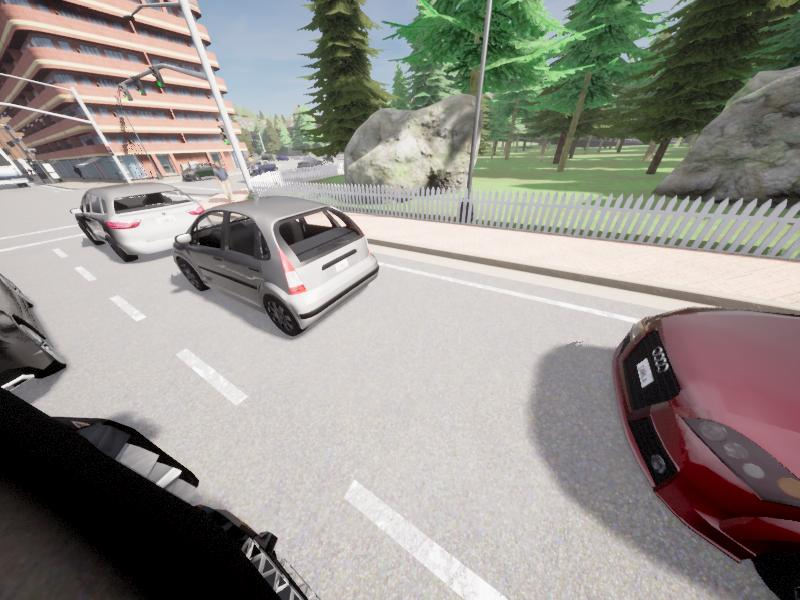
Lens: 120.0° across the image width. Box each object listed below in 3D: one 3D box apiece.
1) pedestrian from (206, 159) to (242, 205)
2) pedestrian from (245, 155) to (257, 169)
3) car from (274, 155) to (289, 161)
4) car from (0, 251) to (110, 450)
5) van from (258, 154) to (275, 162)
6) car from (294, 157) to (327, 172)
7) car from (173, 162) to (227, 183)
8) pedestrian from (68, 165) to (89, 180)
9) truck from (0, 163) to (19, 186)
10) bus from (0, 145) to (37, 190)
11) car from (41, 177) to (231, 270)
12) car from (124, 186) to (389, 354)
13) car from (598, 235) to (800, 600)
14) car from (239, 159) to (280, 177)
[{"bbox_3d":[-8.536,-5.730,11.238,0.751,1.860,0.751,-24,39,-28],"label":"pedestrian"},{"bbox_3d":[-24.038,-22.348,37.364,0.751,1.860,0.751,0,34,4],"label":"pedestrian"},{"bbox_3d":[-36.451,-43.524,70.876,4.193,1.474,1.816,17,38,27],"label":"car"},{"bbox_3d":[-6.015,0.307,2.586,4.902,1.511,2.128,16,38,27],"label":"car"},{"bbox_3d":[-40.024,-42.537,69.213,4.442,1.987,1.775,17,38,27],"label":"van"},{"bbox_3d":[-12.035,-18.559,31.469,2.033,1.411,5.357,1,34,6],"label":"car"},{"bbox_3d":[-21.157,-13.663,24.656,1.789,1.549,3.705,9,35,17],"label":"car"},{"bbox_3d":[-44.643,-17.714,32.084,0.751,1.860,0.751,17,38,27],"label":"pedestrian"},{"bbox_3d":[-60.299,-18.905,33.628,8.468,3.827,2.891,16,38,27],"label":"truck"},{"bbox_3d":[-49.466,-15.801,27.737,10.273,4.253,3.944,16,38,27],"label":"bus"},{"bbox_3d":[-7.775,-2.548,6.878,4.611,1.667,2.242,17,38,27],"label":"car"},{"bbox_3d":[-2.422,-0.929,4.082,3.988,1.617,1.851,16,38,27],"label":"car"},{"bbox_3d":[3.739,0.998,0.917,4.181,1.385,1.994,18,39,28],"label":"car"},{"bbox_3d":[-16.470,-15.686,27.412,1.970,1.475,3.806,4,34,10],"label":"car"}]
